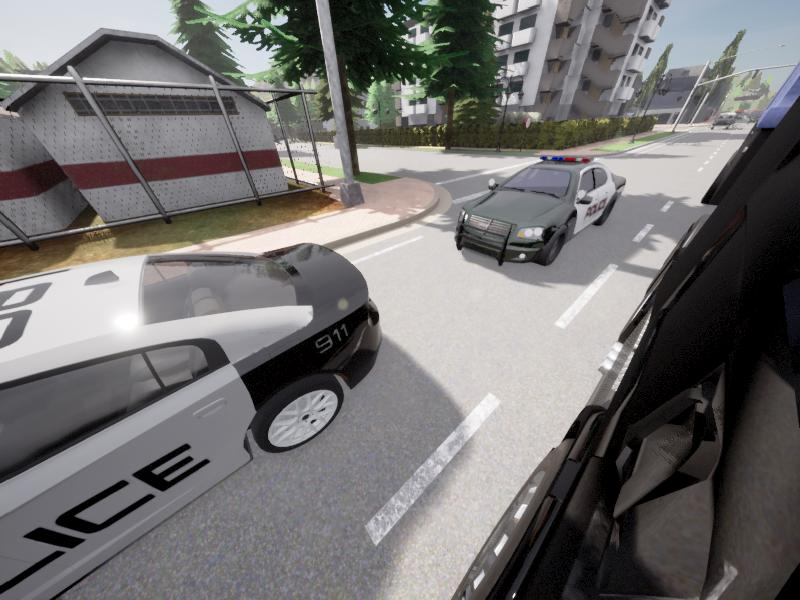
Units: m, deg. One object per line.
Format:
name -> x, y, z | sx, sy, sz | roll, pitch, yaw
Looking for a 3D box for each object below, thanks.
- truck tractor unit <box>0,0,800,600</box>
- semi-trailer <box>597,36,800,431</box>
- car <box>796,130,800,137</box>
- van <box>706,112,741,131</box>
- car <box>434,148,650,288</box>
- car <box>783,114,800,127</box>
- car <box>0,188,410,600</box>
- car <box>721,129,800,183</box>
truck tractor unit -> 2.645, -0.295, 0.351 | 6.516, 4.208, 3.053 | -28, 44, -30
semi-trailer -> 8.729, -3.586, 4.193 | 14.254, 4.402, 2.717 | -28, 43, -29
car -> 39.552, -16.267, 21.561 | 5.366, 1.575, 1.801 | -28, 44, -30
van -> 47.975, -26.459, 34.262 | 4.480, 2.038, 2.069 | -28, 44, -30
car -> 3.274, -2.280, 5.205 | 4.974, 1.542, 2.038 | -28, 44, -30
car -> 61.143, -26.421, 33.850 | 2.163, 1.488, 4.792 | -4, 37, -2
car -> -2.545, 0.792, 1.375 | 5.238, 1.638, 1.930 | -28, 44, -30
car -> 15.514, -6.062, 9.548 | 3.806, 1.475, 1.970 | -28, 43, -30
